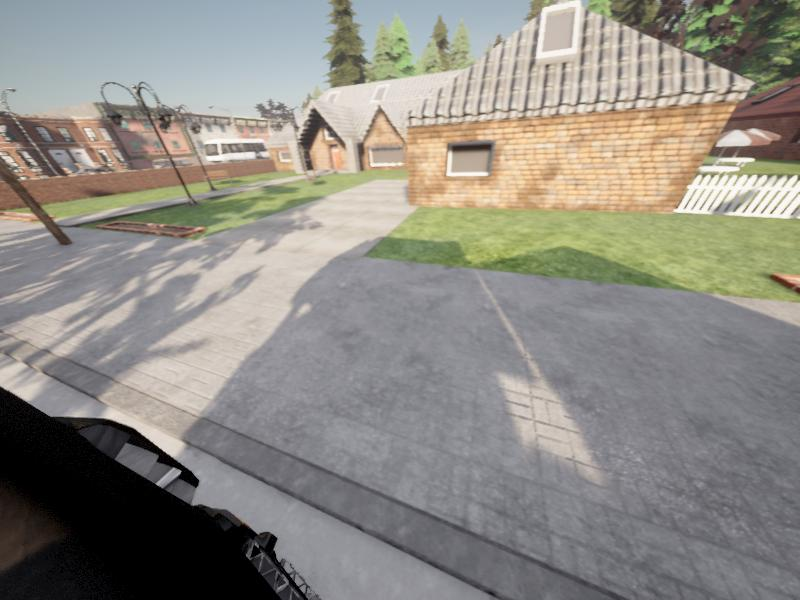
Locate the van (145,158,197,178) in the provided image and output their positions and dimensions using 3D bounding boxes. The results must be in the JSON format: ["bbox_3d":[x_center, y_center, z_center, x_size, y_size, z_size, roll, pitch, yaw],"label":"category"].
[{"bbox_3d":[-31.408,-18.294,31.917,1.775,1.987,4.442,9,35,17],"label":"van"}]

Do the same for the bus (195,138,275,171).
[{"bbox_3d":[-27.685,-25.175,39.852,3.944,4.253,10.273,9,36,17],"label":"bus"}]

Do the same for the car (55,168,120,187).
[{"bbox_3d":[-34.185,-13.530,25.433,1.845,1.501,3.633,9,36,17],"label":"car"}]
